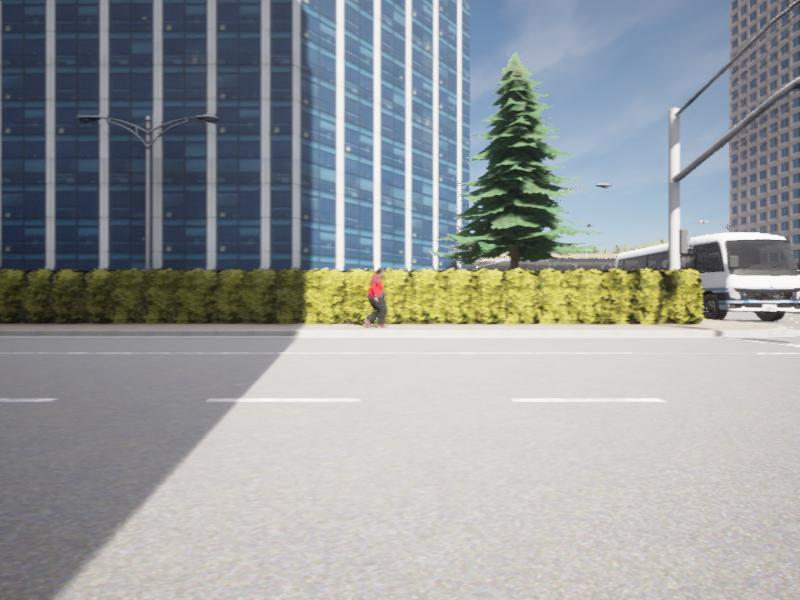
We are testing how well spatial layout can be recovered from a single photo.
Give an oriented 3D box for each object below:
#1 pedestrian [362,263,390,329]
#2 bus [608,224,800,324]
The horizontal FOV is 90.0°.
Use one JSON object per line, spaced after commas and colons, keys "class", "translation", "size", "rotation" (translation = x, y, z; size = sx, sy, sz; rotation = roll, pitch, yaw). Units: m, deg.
{"class": "pedestrian", "translation": [-0.688, -0.116, 11.653], "size": [0.751, 1.860, 0.751], "rotation": [0, 0, 4]}
{"class": "bus", "translation": [16.154, -1.124, 22.194], "size": [3.944, 4.253, 10.273], "rotation": [0, 0, 0]}
